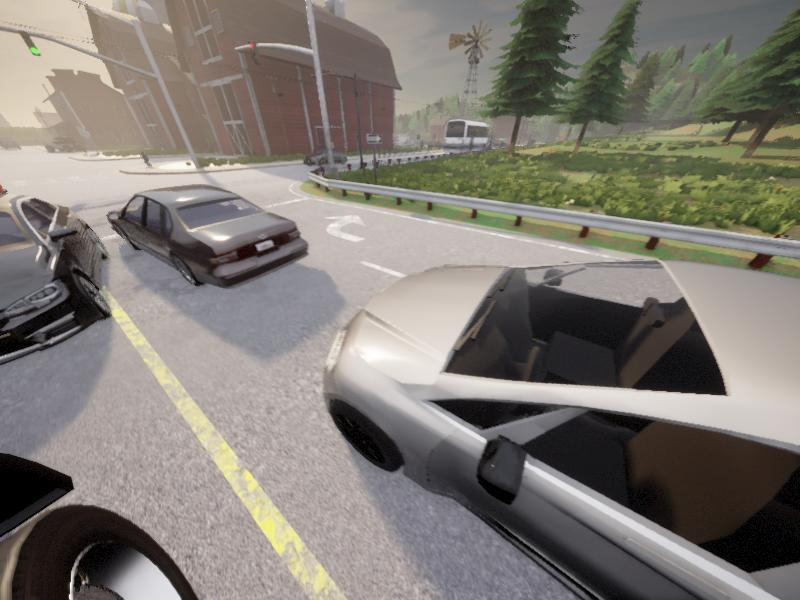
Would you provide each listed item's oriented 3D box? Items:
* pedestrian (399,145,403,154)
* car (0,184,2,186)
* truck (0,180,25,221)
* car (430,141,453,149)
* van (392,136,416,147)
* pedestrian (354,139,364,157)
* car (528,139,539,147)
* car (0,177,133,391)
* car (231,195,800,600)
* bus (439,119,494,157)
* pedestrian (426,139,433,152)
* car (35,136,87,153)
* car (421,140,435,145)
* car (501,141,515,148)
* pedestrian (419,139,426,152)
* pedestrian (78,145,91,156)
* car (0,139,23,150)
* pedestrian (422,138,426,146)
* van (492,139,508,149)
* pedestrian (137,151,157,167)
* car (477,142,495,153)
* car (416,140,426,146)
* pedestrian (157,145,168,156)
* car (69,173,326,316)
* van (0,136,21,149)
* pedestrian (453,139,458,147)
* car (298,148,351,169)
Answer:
[{"bbox_3d":[0.124,-22.909,35.166,0.500,1.100,0.500,23,41,28],"label":"pedestrian"},{"bbox_3d":[-23.878,-6.931,12.356,4.181,1.385,1.994,21,40,26],"label":"car"},{"bbox_3d":[-15.490,-4.021,7.370,5.204,2.467,2.627,22,41,27],"label":"truck"},{"bbox_3d":[9.942,-37.435,55.808,4.792,1.488,2.163,22,41,27],"label":"car"},{"bbox_3d":[0.934,-43.893,64.071,6.366,2.431,2.351,22,40,27],"label":"van"},{"bbox_3d":[-5.158,-19.205,29.214,0.751,1.860,0.751,22,41,28],"label":"pedestrian"},{"bbox_3d":[41.568,-49.016,72.132,1.905,1.878,3.866,23,41,28],"label":"car"},{"bbox_3d":[-6.091,-0.612,3.416,4.902,1.511,2.128,29,44,34],"label":"car"},{"bbox_3d":[1.541,0.662,1.530,4.611,1.667,2.242,22,40,27],"label":"car"},{"bbox_3d":[10.493,-25.162,36.013,3.944,4.253,10.273,23,41,28],"label":"bus"},{"bbox_3d":[5.289,-27.831,41.523,0.751,1.860,0.751,29,44,34],"label":"pedestrian"},{"bbox_3d":[-51.435,-23.674,35.147,3.866,1.878,1.905,-6,41,-5],"label":"car"},{"bbox_3d":[9.849,-55.582,81.527,4.193,1.474,1.816,16,38,21],"label":"car"},{"bbox_3d":[29.758,-42.857,63.629,1.837,1.490,4.892,23,41,28],"label":"car"},{"bbox_3d":[3.751,-26.086,39.037,0.751,1.860,0.751,21,40,27],"label":"pedestrian"},{"bbox_3d":[-39.273,-18.621,28.734,0.500,1.100,0.500,25,42,31],"label":"pedestrian"},{"bbox_3d":[-72.976,-29.114,43.258,3.705,1.549,1.789,22,41,27],"label":"car"},{"bbox_3d":[7.196,-46.921,68.597,0.751,1.860,0.751,30,45,35],"label":"pedestrian"},{"bbox_3d":[25.233,-39.441,58.290,2.069,2.038,4.480,23,41,28],"label":"van"},{"bbox_3d":[-20.140,-11.217,18.388,0.500,1.100,0.500,-2,35,-4],"label":"pedestrian"},{"bbox_3d":[16.019,-28.375,42.970,1.845,1.501,3.633,23,41,28],"label":"car"},{"bbox_3d":[7.120,-53.210,78.169,1.784,1.438,3.905,22,41,28],"label":"car"},{"bbox_3d":[-28.307,-17.864,27.540,0.500,1.100,0.500,-27,43,-33],"label":"pedestrian"},{"bbox_3d":[-4.403,-1.645,4.995,5.357,1.411,2.033,20,40,25],"label":"car"},{"bbox_3d":[-77.974,-31.292,45.932,4.442,1.987,1.775,22,40,27],"label":"van"},{"bbox_3d":[14.525,-41.314,60.707,0.751,1.860,0.751,24,42,30],"label":"pedestrian"},{"bbox_3d":[-6.917,-13.365,21.655,1.994,1.385,4.181,23,41,28],"label":"car"}]
